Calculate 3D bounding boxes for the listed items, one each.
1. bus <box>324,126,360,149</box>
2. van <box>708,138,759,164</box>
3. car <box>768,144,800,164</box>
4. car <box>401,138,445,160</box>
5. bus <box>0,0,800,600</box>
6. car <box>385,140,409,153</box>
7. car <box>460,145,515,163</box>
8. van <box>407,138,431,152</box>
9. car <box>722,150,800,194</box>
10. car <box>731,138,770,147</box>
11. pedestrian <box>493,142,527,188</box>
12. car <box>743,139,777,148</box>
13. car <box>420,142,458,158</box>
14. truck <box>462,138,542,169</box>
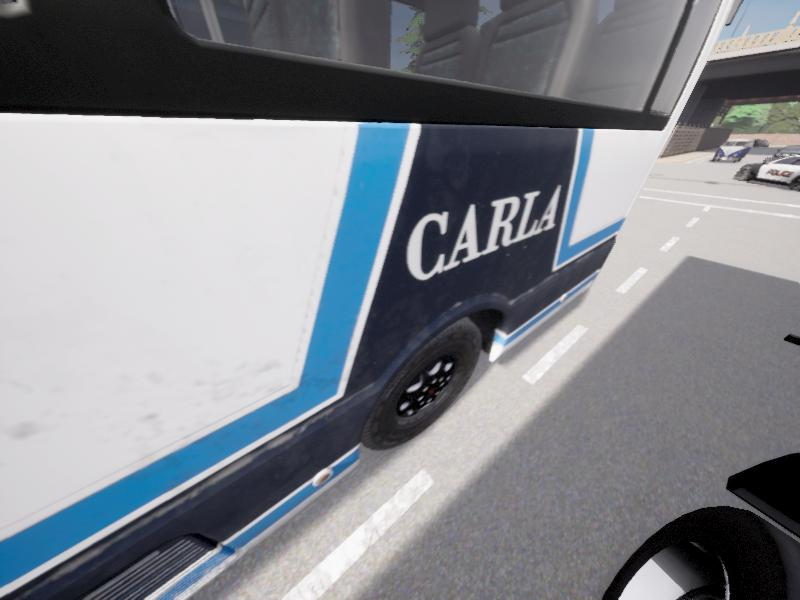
[{"bbox_3d":[-14.179,-39.343,56.046,3.944,4.253,10.273,-23,41,-29],"label":"bus"},{"bbox_3d":[33.639,-15.087,23.330,4.442,1.987,1.775,-21,40,-27],"label":"van"},{"bbox_3d":[39.161,-14.666,23.160,4.674,1.442,1.812,-23,41,-29],"label":"car"},{"bbox_3d":[2.662,-18.655,28.481,2.150,2.045,5.566,-23,41,-29],"label":"car"},{"bbox_3d":[-2.319,-0.383,0.781,10.273,4.253,3.944,-23,41,-29],"label":"bus"},{"bbox_3d":[-0.637,-27.919,41.873,2.097,1.767,4.553,-23,41,-29],"label":"car"},{"bbox_3d":[9.583,-16.401,25.799,2.033,1.411,5.357,-23,41,-29],"label":"car"},{"bbox_3d":[3.363,-28.283,42.188,1.775,1.987,4.442,-23,41,-29],"label":"van"},{"bbox_3d":[20.255,-6.581,11.720,2.038,1.542,4.974,9,36,14],"label":"car"},{"bbox_3d":[83.534,-37.543,55.097,2.033,1.649,4.856,-22,41,-28],"label":"car"},{"bbox_3d":[5.326,-6.575,11.276,0.751,1.860,0.751,-19,39,-24],"label":"pedestrian"},{"bbox_3d":[79.844,-34.886,51.356,2.033,1.649,4.856,18,39,24],"label":"car"},{"bbox_3d":[5.046,-20.049,30.769,2.242,1.667,4.611,-23,41,-29],"label":"car"},{"bbox_3d":[9.064,-13.696,21.353,2.390,2.098,6.274,-23,41,-29],"label":"truck"}]
